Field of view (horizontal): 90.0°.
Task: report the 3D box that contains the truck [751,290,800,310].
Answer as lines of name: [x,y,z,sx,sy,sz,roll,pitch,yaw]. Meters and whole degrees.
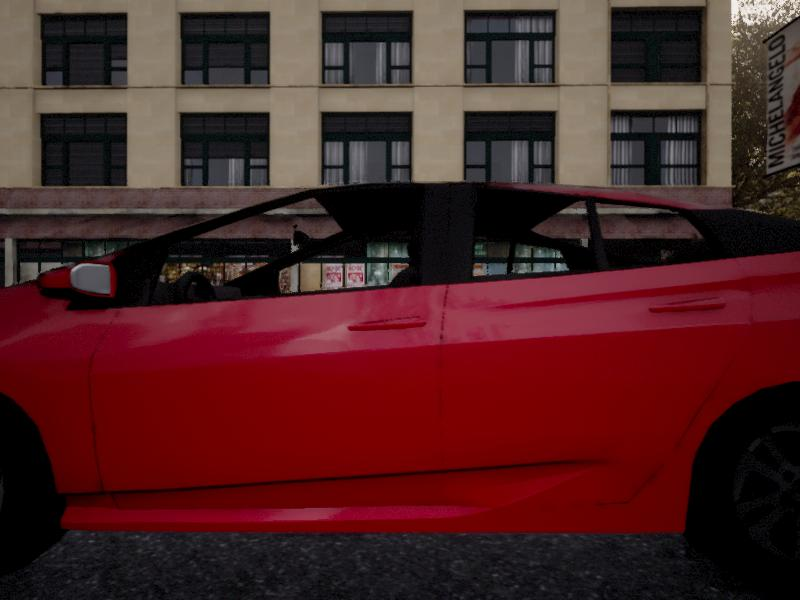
truck: [41.970,0.047,42.990,6.274,2.098,2.390,0,0,1]

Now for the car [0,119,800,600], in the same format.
car: [-0.073,0.227,2.202,4.514,1.525,2.007,0,0,1]

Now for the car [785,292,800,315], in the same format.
car: [28.361,0.273,25.838,1.801,1.575,5.366,0,0,0]

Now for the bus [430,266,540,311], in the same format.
bus: [8.242,-1.117,40.165,10.273,4.253,3.944,0,0,1]

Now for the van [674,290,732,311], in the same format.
van: [30.024,0.073,39.705,4.442,1.987,1.775,0,0,1]

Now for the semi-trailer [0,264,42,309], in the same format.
semi-trailer: [-40.624,-1.329,36.725,2.717,4.402,14.254,0,0,0]
